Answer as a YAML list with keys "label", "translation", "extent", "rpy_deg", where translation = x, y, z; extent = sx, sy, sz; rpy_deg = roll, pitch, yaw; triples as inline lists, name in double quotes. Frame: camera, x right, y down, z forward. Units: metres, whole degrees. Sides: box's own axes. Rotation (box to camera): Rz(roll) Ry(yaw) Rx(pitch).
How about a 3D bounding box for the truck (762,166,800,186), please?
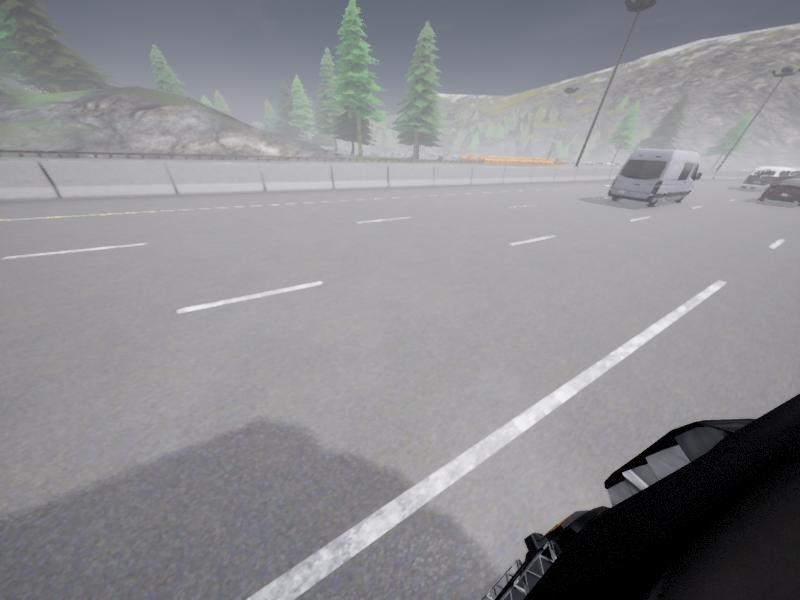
- label: "truck"
  translation: [53.069, -16.613, 30.959]
  extent: [6.274, 2.098, 2.390]
  rpy_deg: [-7, 34, -14]

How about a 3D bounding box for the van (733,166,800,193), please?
- label: "van"
  translation: [35.561, -11.687, 22.307]
  extent: [4.480, 2.038, 2.069]
  rpy_deg: [-12, 36, -20]

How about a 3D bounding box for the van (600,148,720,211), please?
- label: "van"
  translation: [14.408, -6.737, 12.821]
  extent: [5.915, 2.561, 1.988]
  rpy_deg: [-15, 38, -25]

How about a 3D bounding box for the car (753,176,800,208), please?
- label: "car"
  translation: [26.602, -7.334, 15.551]
  extent: [5.008, 1.535, 1.882]
  rpy_deg: [-14, 37, -24]
